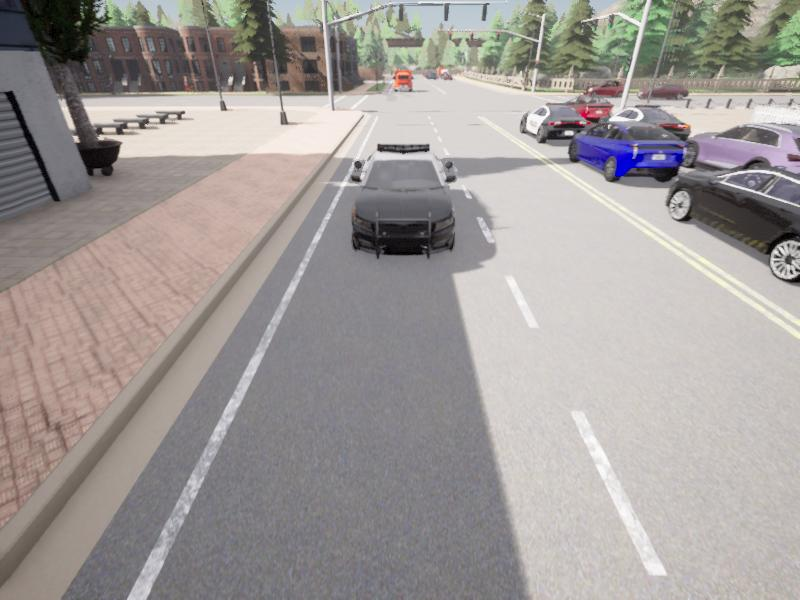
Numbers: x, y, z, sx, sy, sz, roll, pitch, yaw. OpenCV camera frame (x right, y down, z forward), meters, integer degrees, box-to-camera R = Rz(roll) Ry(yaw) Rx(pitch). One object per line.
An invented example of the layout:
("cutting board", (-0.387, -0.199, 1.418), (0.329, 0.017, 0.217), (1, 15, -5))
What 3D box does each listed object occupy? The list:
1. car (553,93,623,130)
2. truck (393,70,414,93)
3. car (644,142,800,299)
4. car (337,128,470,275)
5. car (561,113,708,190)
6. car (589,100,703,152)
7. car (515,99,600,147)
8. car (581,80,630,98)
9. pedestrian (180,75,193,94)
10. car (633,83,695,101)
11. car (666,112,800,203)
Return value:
("car", (10.752, -11.052, 23.297), (2.007, 1.525, 4.514), (1, 30, 2))
("truck", (0.427, -29.064, 53.093), (2.627, 2.467, 5.204), (0, 31, 0))
("car", (7.062, -1.685, 7.343), (2.128, 1.511, 4.902), (0, 30, 0))
("car", (0.070, -2.432, 8.499), (1.930, 1.638, 5.238), (0, 30, 0))
("car", (7.105, -4.914, 12.835), (2.007, 1.525, 4.514), (0, 30, 0))
("car", (10.646, -7.900, 17.918), (2.038, 1.542, 4.974), (0, 30, 0))
("car", (7.153, -8.449, 18.858), (2.038, 1.542, 4.974), (0, 30, 0))
("car", (22.019, -22.676, 43.022), (3.988, 1.617, 1.851), (1, 30, 2))
("pedestrian", (-25.200, -25.486, 47.302), (0.751, 1.860, 0.751), (-4, 31, -7))
("car", (26.320, -20.791, 39.961), (4.674, 1.442, 1.812), (0, 30, 0))
("car", (10.597, -4.424, 11.892), (2.033, 1.649, 4.856), (0, 30, 0))
